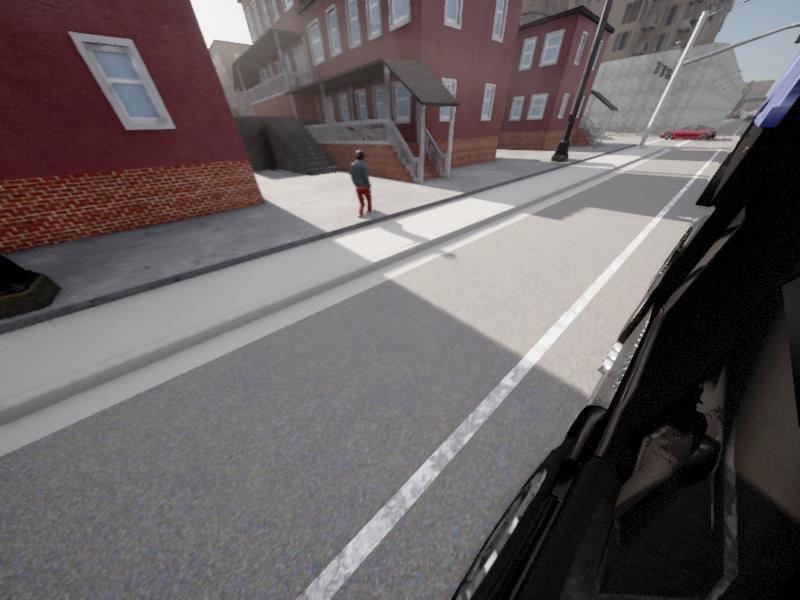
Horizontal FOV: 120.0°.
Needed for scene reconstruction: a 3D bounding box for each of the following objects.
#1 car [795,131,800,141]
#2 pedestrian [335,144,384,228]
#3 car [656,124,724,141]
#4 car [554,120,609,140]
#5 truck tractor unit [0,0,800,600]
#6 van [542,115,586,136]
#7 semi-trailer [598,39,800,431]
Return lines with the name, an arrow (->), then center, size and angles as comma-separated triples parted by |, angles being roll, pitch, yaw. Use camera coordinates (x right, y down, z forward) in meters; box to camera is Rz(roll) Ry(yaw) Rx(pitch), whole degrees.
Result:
car -> 39.031, -15.729, 21.233 | 4.974, 1.542, 2.038 | -28, 44, -30
pedestrian -> -0.991, -2.960, 6.085 | 0.751, 1.860, 0.751 | 10, 38, 16
car -> 31.577, -18.287, 25.274 | 1.994, 1.385, 4.181 | -23, 41, -26
car -> 22.919, -21.662, 29.393 | 2.033, 1.649, 4.856 | -28, 48, -30
truck tractor unit -> 2.645, -0.295, 0.352 | 6.516, 4.208, 3.053 | -28, 44, -30
van -> 23.389, -25.075, 33.104 | 1.775, 1.987, 4.442 | -29, 51, -31
semi-trailer -> 8.697, -3.589, 4.253 | 14.254, 4.402, 2.717 | -28, 43, -30
